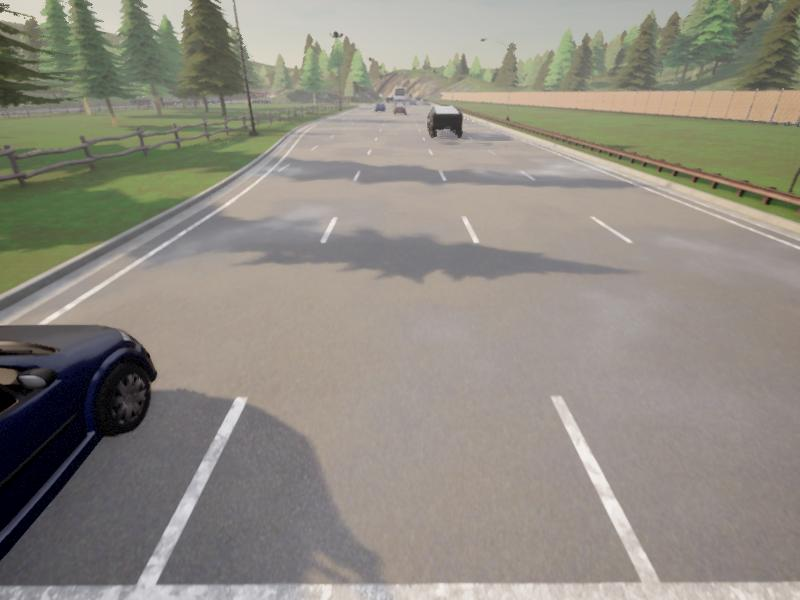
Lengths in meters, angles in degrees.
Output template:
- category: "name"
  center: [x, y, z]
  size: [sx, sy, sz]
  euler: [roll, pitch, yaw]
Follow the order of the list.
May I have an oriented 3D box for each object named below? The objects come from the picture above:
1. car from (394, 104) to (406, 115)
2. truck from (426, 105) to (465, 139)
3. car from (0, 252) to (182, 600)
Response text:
- category: "car"
  center: [-0.012, -30.557, 63.996]
  size: [1.812, 1.442, 4.674]
  euler: [0, 27, 0]
- category: "truck"
  center: [3.492, -14.340, 31.978]
  size: [2.390, 2.098, 6.274]
  euler: [0, 28, 0]
- category: "car"
  center: [-3.502, 1.152, 2.592]
  size: [1.851, 1.617, 3.988]
  euler: [0, 27, 0]
